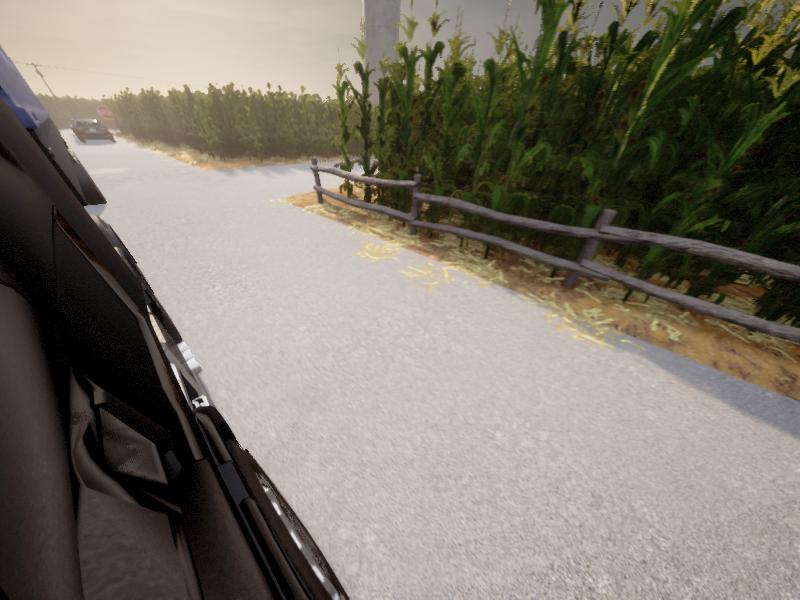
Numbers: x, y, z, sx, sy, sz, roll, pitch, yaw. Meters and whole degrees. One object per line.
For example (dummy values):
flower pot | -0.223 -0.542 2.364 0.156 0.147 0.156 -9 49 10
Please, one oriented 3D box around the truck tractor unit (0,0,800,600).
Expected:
truck tractor unit | -2.645 -0.295 0.351 6.516 4.208 3.053 28 44 30

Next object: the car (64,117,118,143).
car | -28.787 -15.841 21.502 4.611 1.667 2.242 28 44 30

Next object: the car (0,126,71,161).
car | -21.003 -9.050 13.267 4.718 1.301 1.895 28 44 30

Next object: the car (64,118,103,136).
car | -35.709 -19.498 26.084 3.806 1.475 1.970 29 44 30

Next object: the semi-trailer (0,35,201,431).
semi-trailer | -8.658 -3.638 4.259 14.254 4.402 2.717 29 44 30
